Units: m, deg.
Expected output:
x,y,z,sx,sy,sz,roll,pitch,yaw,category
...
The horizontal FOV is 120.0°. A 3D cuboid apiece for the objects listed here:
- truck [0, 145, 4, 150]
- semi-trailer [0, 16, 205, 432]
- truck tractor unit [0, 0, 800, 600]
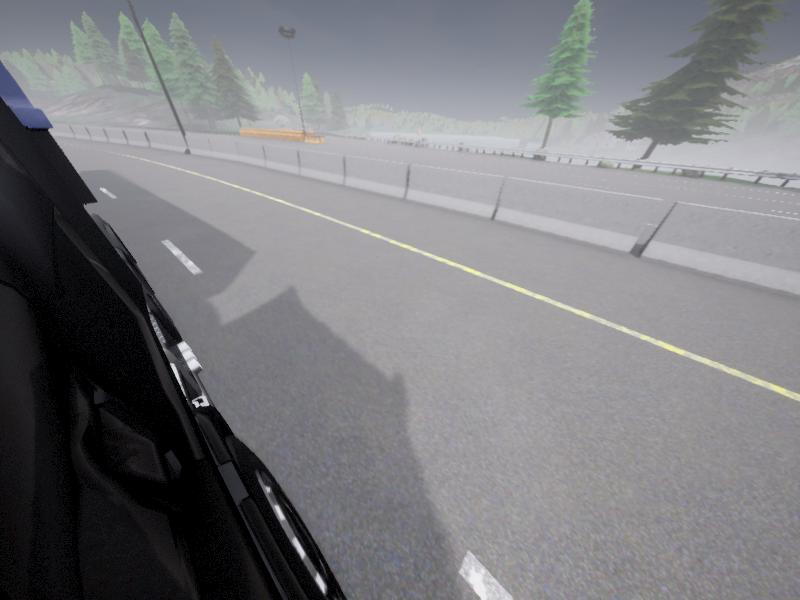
x,y,z,sx,sy,sz,roll,pitch,yaw,category
-30.605,-11.656,15.422,5.204,2.467,2.627,19,39,21,truck
-8.905,-3.439,4.038,14.254,4.402,2.717,25,42,28,semi-trailer
-2.645,-0.295,0.351,6.516,4.208,3.053,28,44,30,truck tractor unit
